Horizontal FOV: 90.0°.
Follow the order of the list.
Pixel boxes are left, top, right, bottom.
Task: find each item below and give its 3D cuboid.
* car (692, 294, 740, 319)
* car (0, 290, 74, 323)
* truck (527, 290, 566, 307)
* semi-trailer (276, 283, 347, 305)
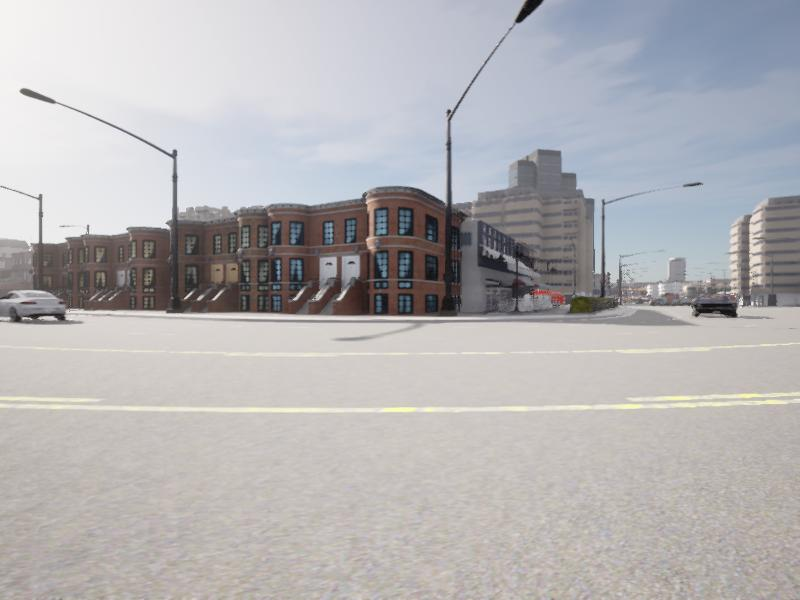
[{"bbox_3d":[18.134,0.353,23.143,1.895,1.301,4.718,0,0,35],"label":"car"},{"bbox_3d":[-17.680,0.280,18.993,4.674,1.442,1.812,0,0,29],"label":"car"},{"bbox_3d":[22.158,-0.220,60.451,5.204,2.467,2.627,0,0,30],"label":"truck"},{"bbox_3d":[-18.015,-1.187,81.548,14.254,4.402,2.717,0,-1,11],"label":"semi-trailer"}]
